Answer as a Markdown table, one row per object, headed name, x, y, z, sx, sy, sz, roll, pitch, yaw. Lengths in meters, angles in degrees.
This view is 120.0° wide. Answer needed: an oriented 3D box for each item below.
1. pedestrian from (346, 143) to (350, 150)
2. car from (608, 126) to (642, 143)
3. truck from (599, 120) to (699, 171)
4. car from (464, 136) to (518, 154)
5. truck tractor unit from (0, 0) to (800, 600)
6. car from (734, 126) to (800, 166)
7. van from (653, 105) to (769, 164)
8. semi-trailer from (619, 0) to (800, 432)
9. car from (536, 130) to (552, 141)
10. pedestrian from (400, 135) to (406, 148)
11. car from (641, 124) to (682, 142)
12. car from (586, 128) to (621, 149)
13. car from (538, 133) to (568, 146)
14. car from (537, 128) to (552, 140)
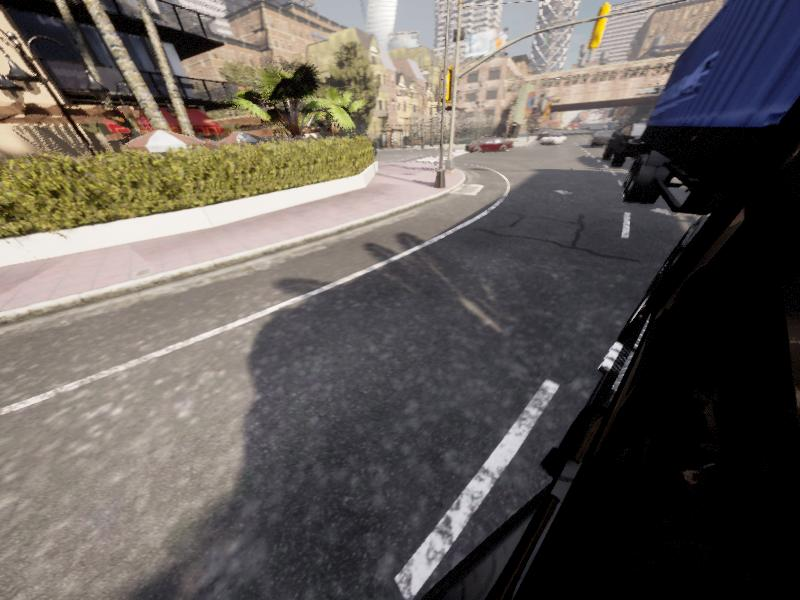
| name | x | y | z | sx | sy | sz | roll | pitch | yaw |
| --- | --- | --- | --- | --- | --- | --- | --- | --- | --- |
| pedestrian | -10.379 | -30.632 | 46.006 | 0.500 | 1.100 | 0.500 | 17 | 40 | 26 |
| car | 30.342 | -22.552 | 31.379 | 2.242 | 1.667 | 4.611 | 16 | 40 | 24 |
| truck | 14.509 | -9.522 | 14.105 | 2.390 | 2.098 | 6.274 | 16 | 40 | 24 |
| car | 10.445 | -18.095 | 26.967 | 5.357 | 1.411 | 2.033 | -4 | 36 | -1 |
| truck tractor unit | 2.645 | -0.295 | 0.351 | 6.516 | 4.208 | 3.053 | -28 | 44 | -30 |
| car | 21.384 | -8.441 | 12.554 | 2.007 | 1.525 | 4.514 | 16 | 40 | 25 |
| van | 19.055 | -10.509 | 14.748 | 1.988 | 2.561 | 5.915 | 16 | 40 | 25 |
| semi-trailer | 7.705 | -4.089 | 5.066 | 2.717 | 4.402 | 14.254 | 22 | 43 | 30 |
| car | 26.842 | -30.656 | 43.054 | 2.097 | 1.535 | 5.008 | 16 | 40 | 24 |
| pedestrian | 0.526 | -27.663 | 40.366 | 0.751 | 1.860 | 0.751 | 19 | 41 | 27 |
| car | 33.082 | -21.297 | 29.453 | 2.033 | 1.649 | 4.856 | 16 | 40 | 25 |
| car | 22.224 | -17.834 | 25.470 | 1.930 | 1.638 | 5.238 | 16 | 40 | 24 |
| car | 21.080 | -22.035 | 31.707 | 1.895 | 1.301 | 4.718 | 28 | 46 | 36 |
| car | 29.797 | -34.193 | 47.534 | 2.185 | 1.767 | 4.553 | 16 | 40 | 24 |
